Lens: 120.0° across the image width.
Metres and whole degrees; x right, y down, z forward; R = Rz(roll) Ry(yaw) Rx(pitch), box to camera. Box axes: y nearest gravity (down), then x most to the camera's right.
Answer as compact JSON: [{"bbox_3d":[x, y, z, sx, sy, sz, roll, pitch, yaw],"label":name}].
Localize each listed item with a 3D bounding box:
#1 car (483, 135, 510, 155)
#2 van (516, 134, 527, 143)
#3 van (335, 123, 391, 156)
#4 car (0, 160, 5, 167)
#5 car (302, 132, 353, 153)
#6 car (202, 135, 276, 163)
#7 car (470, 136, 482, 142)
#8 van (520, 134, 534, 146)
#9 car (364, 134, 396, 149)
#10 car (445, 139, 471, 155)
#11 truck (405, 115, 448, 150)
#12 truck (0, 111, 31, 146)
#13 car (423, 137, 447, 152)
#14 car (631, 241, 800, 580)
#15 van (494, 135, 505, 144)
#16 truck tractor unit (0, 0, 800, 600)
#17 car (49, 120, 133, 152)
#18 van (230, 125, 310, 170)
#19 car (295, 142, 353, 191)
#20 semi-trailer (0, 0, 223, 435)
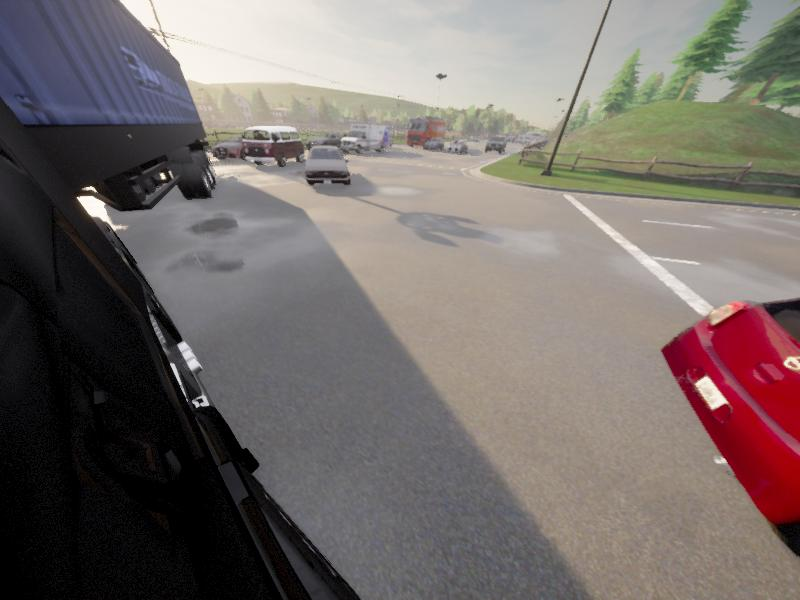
[{"bbox_3d":[13.604,-21.744,32.318,2.150,2.045,5.566,20,40,22],"label":"car"},{"bbox_3d":[43.489,-57.522,82.430,2.351,2.431,6.366,20,40,22],"label":"van"},{"bbox_3d":[-3.543,-16.851,24.220,2.351,2.431,6.366,20,40,21],"label":"van"},{"bbox_3d":[-21.287,-7.152,10.699,4.193,1.474,1.816,17,39,19],"label":"car"},{"bbox_3d":[-7.475,-16.709,24.439,2.152,1.651,5.027,19,40,21],"label":"car"},{"bbox_3d":[-11.302,-11.014,16.688,1.994,1.385,4.181,8,37,6],"label":"car"},{"bbox_3d":[22.823,-48.479,69.511,2.038,1.542,4.974,20,40,22],"label":"car"},{"bbox_3d":[36.001,-45.364,65.470,2.351,2.431,6.366,20,40,22],"label":"van"},{"bbox_3d":[-2.643,-21.751,31.711,2.163,1.488,4.792,20,40,22],"label":"car"},{"bbox_3d":[7.290,-19.225,28.964,1.970,1.475,3.806,20,40,21],"label":"car"},{"bbox_3d":[4.181,-25.487,35.256,2.891,3.827,8.468,20,40,22],"label":"truck"},{"bbox_3d":[-32.925,-13.670,18.211,6.274,2.098,2.390,20,40,22],"label":"truck"},{"bbox_3d":[4.680,-20.822,30.904,1.845,1.501,3.633,20,40,22],"label":"car"},{"bbox_3d":[4.259,1.058,1.262,3.633,1.501,1.845,16,39,17],"label":"car"},{"bbox_3d":[28.520,-45.975,66.171,1.775,1.987,4.442,20,40,22],"label":"van"},{"bbox_3d":[-2.645,-0.295,0.352,6.516,4.208,3.053,28,44,30],"label":"truck tractor unit"},{"bbox_3d":[-23.629,-12.605,17.750,4.611,1.667,2.242,19,39,20],"label":"car"},{"bbox_3d":[-7.864,-9.799,14.712,2.069,2.038,4.480,5,36,4],"label":"van"},{"bbox_3d":[-3.628,-6.753,11.417,2.033,1.411,5.357,-7,37,-12],"label":"car"},{"bbox_3d":[-7.016,-4.369,5.399,2.717,4.402,14.254,-17,41,-24],"label":"semi-trailer"}]
